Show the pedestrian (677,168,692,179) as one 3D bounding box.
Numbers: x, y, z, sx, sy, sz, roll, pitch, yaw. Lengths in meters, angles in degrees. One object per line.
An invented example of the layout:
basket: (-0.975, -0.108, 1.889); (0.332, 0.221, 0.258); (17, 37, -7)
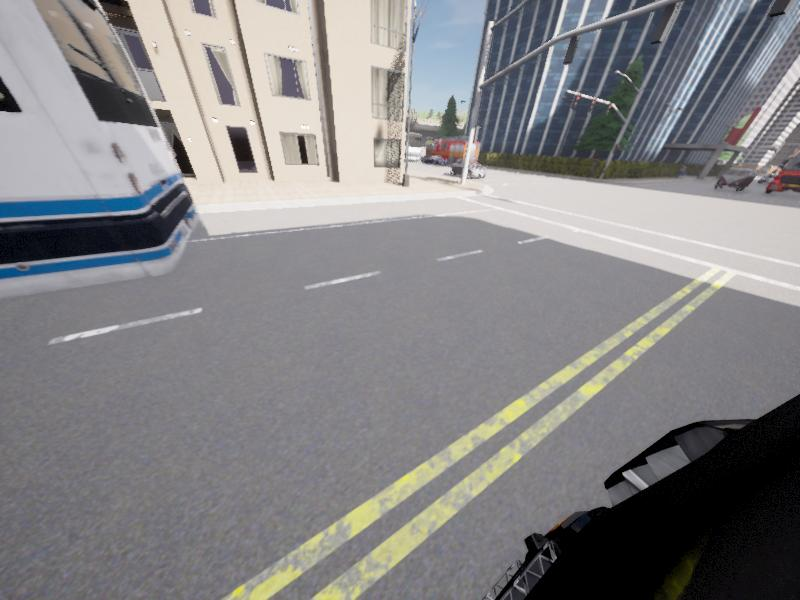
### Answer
pedestrian: (42.288, -18.795, 34.319); (0.751, 1.300, 0.751); (-11, 36, -21)

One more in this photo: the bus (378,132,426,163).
bus: (-0.054, -28.153, 42.568); (3.944, 4.253, 10.273); (-15, 38, -26)

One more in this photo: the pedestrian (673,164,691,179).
pedestrian: (41.521, -18.972, 34.015); (0.751, 1.860, 0.751); (-16, 38, -27)

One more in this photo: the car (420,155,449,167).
car: (5.208, -21.627, 35.835); (1.895, 1.301, 4.718); (-15, 38, -26)

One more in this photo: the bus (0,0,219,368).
bus: (-8.127, -1.191, 1.243); (10.273, 4.253, 3.944); (-16, 38, -26)

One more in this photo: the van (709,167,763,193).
van: (33.879, -12.149, 23.297); (4.442, 1.987, 1.775); (-16, 38, -26)

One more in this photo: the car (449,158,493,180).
car: (6.532, -12.335, 21.724); (1.845, 1.501, 3.633); (-13, 37, -23)

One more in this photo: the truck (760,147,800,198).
truck: (39.624, -12.287, 22.319); (8.468, 3.827, 2.891); (-16, 38, -26)

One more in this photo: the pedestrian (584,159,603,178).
pedestrian: (22.176, -15.052, 26.500); (0.751, 1.860, 0.751); (-16, 38, -26)

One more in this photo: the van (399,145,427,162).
van: (2.418, -28.912, 45.561); (2.351, 2.431, 6.366); (-15, 38, -26)

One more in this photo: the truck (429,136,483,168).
truck: (8.431, -23.400, 36.479); (2.891, 3.827, 8.468); (-15, 37, -26)
